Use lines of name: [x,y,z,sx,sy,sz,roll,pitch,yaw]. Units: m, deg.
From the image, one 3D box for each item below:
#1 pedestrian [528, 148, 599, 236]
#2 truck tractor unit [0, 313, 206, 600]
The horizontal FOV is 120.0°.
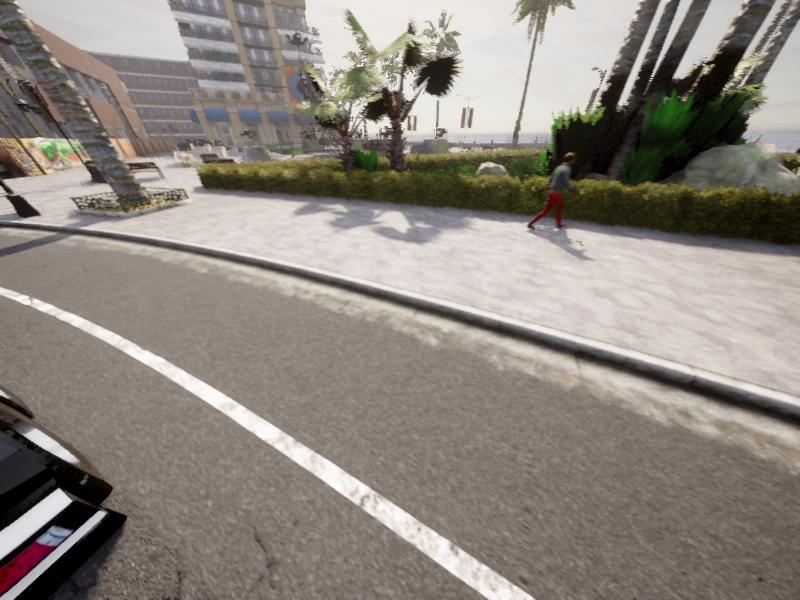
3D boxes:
pedestrian: [3.935,-2.665,5.761,0.751,1.860,0.751,10,37,15]
truck tractor unit: [-5.226,-0.164,0.604,6.516,4.208,3.053,13,37,19]
